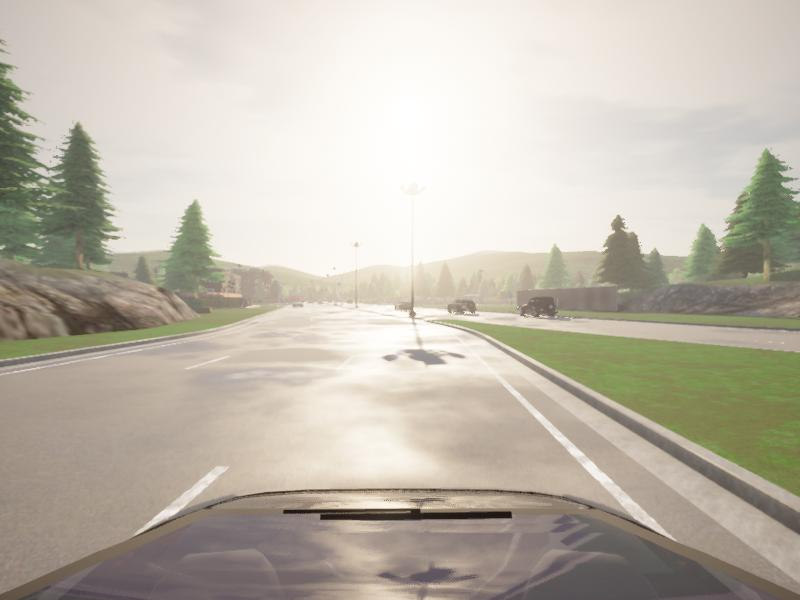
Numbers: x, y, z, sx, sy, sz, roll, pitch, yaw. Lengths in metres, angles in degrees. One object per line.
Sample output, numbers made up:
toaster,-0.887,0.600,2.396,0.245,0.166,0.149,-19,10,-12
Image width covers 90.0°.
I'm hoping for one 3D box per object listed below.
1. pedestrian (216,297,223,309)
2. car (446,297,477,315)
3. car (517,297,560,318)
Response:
pedestrian,-28.190,0.478,62.511,0.751,1.860,0.751,0,0,36
car,6.888,0.664,45.295,1.932,1.855,4.605,0,0,-14
car,12.613,0.660,36.688,1.905,1.878,3.866,0,0,-14
